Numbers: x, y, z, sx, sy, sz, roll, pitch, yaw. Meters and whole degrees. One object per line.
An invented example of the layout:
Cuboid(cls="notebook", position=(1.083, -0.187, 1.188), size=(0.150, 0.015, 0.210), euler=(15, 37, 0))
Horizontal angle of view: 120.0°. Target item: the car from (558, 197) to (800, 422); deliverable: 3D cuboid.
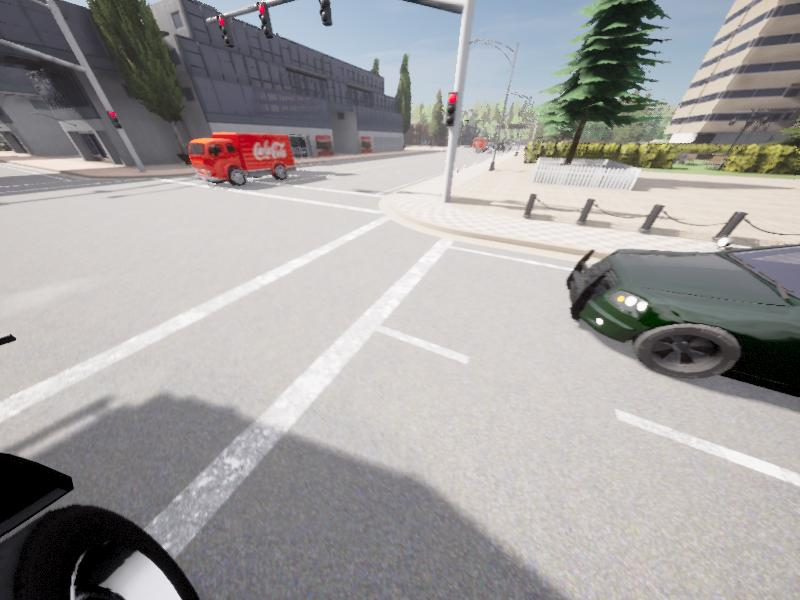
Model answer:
Cuboid(cls="car", position=(4.860, 0.186, 2.441), size=(4.974, 1.542, 2.038), euler=(17, 38, 22))

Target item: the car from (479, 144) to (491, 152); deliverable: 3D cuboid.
Cuboid(cls="car", position=(20.372, -36.425, 55.173), size=(1.845, 1.501, 3.633), euler=(17, 38, 22))

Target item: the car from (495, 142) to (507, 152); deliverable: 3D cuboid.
Cuboid(cls="car", position=(23.646, -35.803, 54.037), size=(1.905, 1.878, 3.866), euler=(17, 38, 22))

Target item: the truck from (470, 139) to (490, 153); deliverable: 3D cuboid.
Cuboid(cls="truck", position=(17.425, -33.513, 50.129), size=(2.627, 2.467, 5.204), euler=(16, 38, 21))

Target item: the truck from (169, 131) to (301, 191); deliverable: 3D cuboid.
Cuboid(cls="truck", position=(-9.079, -8.299, 13.559), size=(2.627, 2.467, 5.204), euler=(16, 38, 21))

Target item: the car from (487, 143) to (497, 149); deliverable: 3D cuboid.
Cuboid(cls="car", position=(30.318, -51.197, 76.503), size=(1.882, 1.535, 5.008), euler=(5, 35, 6))
